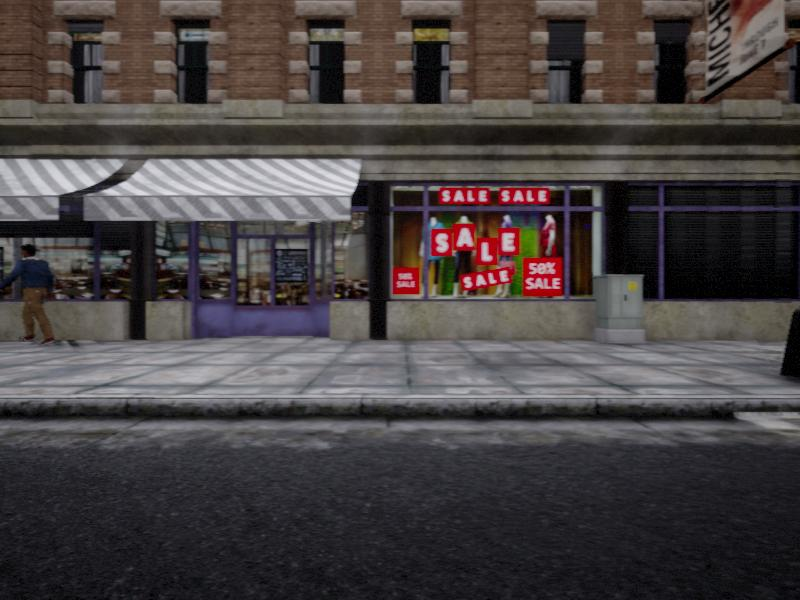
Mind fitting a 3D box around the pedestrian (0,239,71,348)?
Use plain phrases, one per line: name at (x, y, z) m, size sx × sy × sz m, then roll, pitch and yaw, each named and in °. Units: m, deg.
pedestrian at (-6.620, -0.116, 7.211) m, size 0.751 × 1.860 × 0.751 m, roll 0°, pitch 0°, yaw 3°
